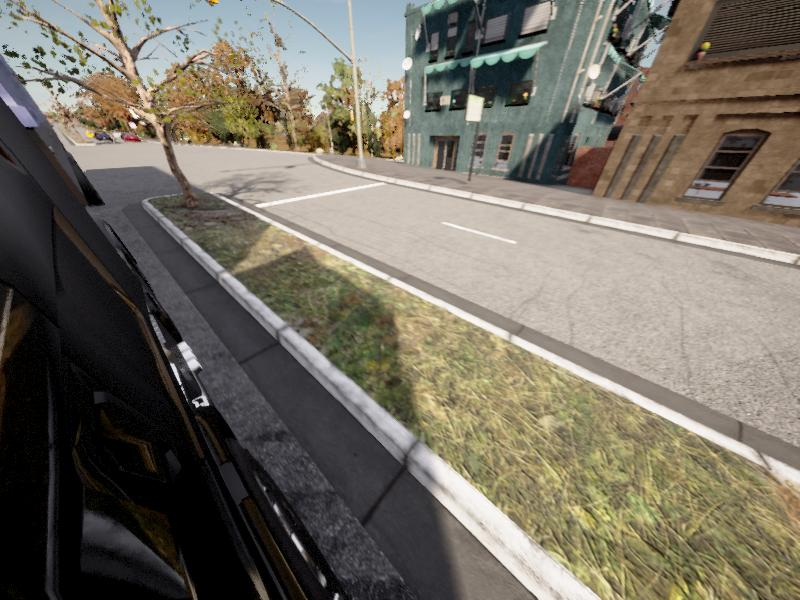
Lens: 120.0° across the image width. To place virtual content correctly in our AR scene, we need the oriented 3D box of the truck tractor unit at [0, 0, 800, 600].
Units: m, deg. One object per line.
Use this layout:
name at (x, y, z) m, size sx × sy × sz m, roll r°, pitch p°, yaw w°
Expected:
truck tractor unit at (-2.645, -0.295, 0.351) m, size 6.516 × 4.208 × 3.053 m, roll 28°, pitch 44°, yaw 30°

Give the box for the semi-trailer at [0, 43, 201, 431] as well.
semi-trailer at (-8.701, -3.587, 4.250) m, size 14.254 × 4.402 × 2.717 m, roll 28°, pitch 44°, yaw 30°
